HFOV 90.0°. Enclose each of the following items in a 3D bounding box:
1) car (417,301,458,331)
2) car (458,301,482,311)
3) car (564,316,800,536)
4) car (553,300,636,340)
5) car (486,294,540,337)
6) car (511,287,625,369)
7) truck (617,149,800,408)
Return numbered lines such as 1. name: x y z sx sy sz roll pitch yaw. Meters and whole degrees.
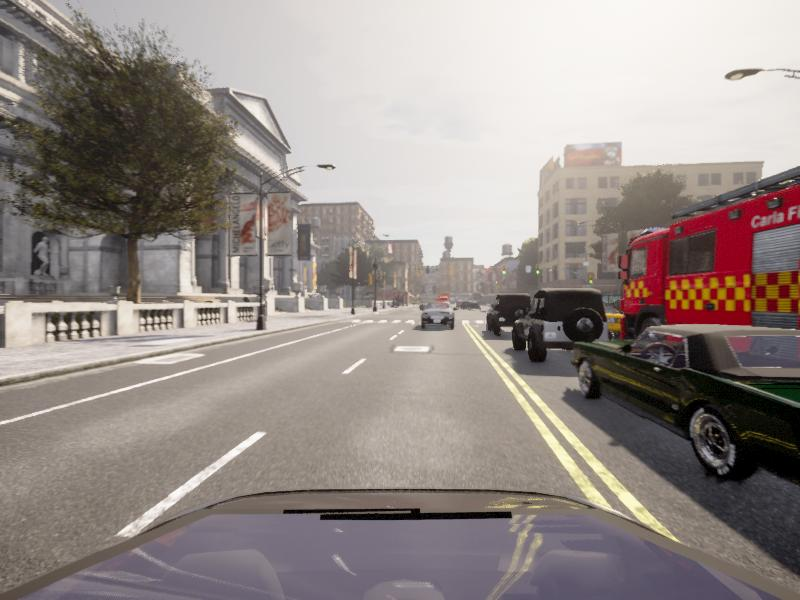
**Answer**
1. car: 2.230 0.840 23.160 2.128 1.511 4.902 0 0 7
2. car: 11.171 0.855 64.050 1.837 1.490 4.892 -1 0 -15
3. car: 3.801 0.946 4.912 1.895 1.301 4.718 0 0 4
4. car: 8.729 0.807 18.545 1.801 1.575 5.366 0 0 7
5. car: 5.284 0.652 19.195 1.905 1.878 3.866 0 0 6
6. car: 4.408 0.649 11.202 1.905 1.878 3.866 0 0 6
7. truck: 7.507 -0.316 7.538 2.891 3.827 8.468 0 0 5
